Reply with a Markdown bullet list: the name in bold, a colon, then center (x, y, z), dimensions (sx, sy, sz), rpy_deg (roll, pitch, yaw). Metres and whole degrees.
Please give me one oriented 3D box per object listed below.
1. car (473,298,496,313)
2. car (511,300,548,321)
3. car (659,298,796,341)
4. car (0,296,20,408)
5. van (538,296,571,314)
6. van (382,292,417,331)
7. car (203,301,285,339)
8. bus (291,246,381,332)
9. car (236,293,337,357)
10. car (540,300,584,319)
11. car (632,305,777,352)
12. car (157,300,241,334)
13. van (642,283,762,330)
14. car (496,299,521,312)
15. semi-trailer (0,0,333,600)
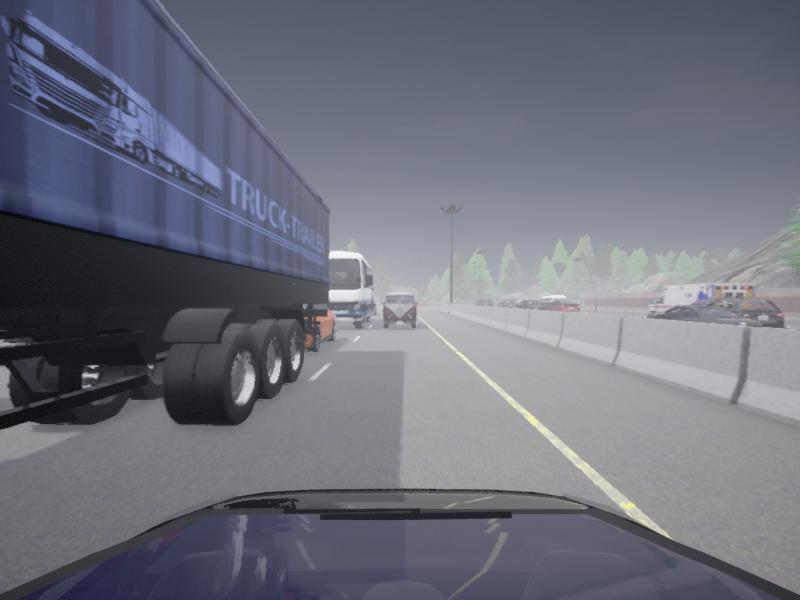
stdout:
- **car**: center (10.640, 0.658, 50.661), dimensions (2.097, 1.767, 4.553), rpy_deg (0, 0, 2)
- **car**: center (10.486, 0.794, 32.555), dimensions (1.789, 1.549, 3.705), rpy_deg (0, 0, 0)
- **car**: center (13.992, 0.743, 17.583), dimensions (2.242, 1.667, 4.611), rpy_deg (0, 0, 0)
- **car**: center (-7.000, 0.777, 3.715), dimensions (2.152, 1.651, 5.027), rpy_deg (0, 0, 0)
- **van**: center (17.487, 0.539, 45.601), dimensions (2.069, 2.038, 4.480), rpy_deg (0, 0, 0)
- **van**: center (-0.008, 0.582, 22.388), dimensions (1.775, 1.987, 4.442), rpy_deg (0, 0, 0)
- **car**: center (-7.008, 0.809, 18.663), dimensions (1.882, 1.535, 5.008), rpy_deg (0, 0, 0)
- **bus**: center (-3.388, -0.551, 24.859), dimensions (3.944, 4.253, 10.273), rpy_deg (0, 0, 0)
- **car**: center (-3.492, 0.685, 13.326), dimensions (2.097, 1.767, 4.553), rpy_deg (0, 0, 0)
- **car**: center (13.986, 0.804, 34.844), dimensions (2.007, 1.525, 4.514), rpy_deg (0, 0, 0)
- **car**: center (10.495, 0.897, 14.294), dimensions (1.994, 1.385, 4.181), rpy_deg (0, 0, 0)
- **car**: center (-10.508, 0.785, 21.473), dimensions (1.801, 1.575, 5.366), rpy_deg (0, 0, 0)
- **van**: center (17.494, 0.361, 23.815), dimensions (2.351, 2.431, 6.366), rpy_deg (0, 0, 0)
- **car**: center (14.204, 0.720, 52.485), dimensions (2.242, 1.667, 4.611), rpy_deg (0, 0, 3)
- **semi-trailer**: center (-3.308, -0.619, 3.829), dimensions (2.717, 4.402, 14.254), rpy_deg (0, 0, 1)
